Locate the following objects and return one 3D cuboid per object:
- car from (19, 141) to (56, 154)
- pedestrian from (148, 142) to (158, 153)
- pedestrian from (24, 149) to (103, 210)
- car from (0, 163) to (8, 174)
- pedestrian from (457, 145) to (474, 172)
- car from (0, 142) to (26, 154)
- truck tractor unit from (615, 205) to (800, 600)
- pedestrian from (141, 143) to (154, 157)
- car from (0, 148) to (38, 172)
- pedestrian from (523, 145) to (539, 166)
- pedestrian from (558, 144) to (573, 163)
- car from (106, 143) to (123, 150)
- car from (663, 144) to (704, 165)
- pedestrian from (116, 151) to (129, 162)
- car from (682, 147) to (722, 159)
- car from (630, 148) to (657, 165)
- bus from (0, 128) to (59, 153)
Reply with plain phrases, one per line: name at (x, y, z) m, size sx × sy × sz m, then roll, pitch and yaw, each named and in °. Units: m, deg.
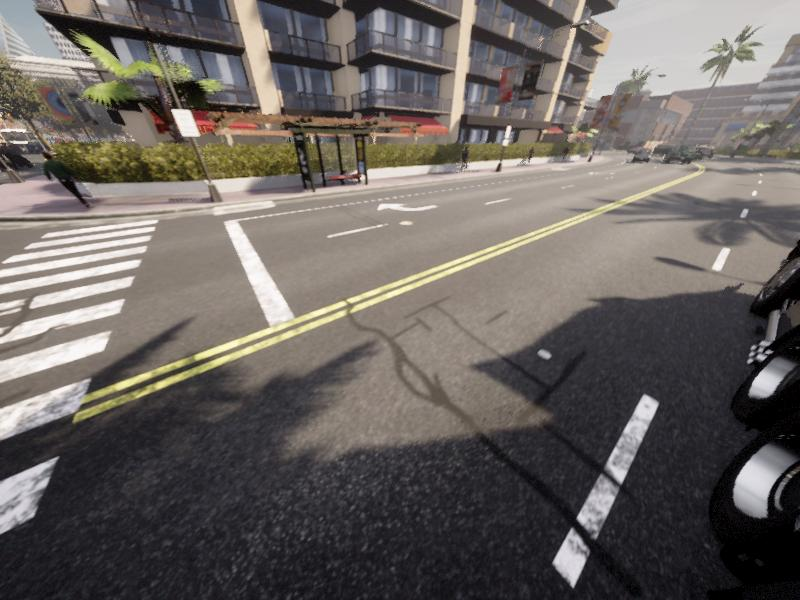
car at (-75.270, -31.791, 48.106) m, size 2.150 × 2.045 × 5.566 m, roll -23°, pitch 41°, yaw -30°
pedestrian at (-51.889, -32.088, 48.497) m, size 0.751 × 1.860 × 0.751 m, roll -24°, pitch 41°, yaw -31°
pedestrian at (-12.221, -4.405, 8.458) m, size 0.751 × 1.860 × 0.751 m, roll 18°, pitch 38°, yaw 23°
car at (-32.596, -10.028, 17.165) m, size 1.837 × 1.490 × 4.892 m, roll -23°, pitch 41°, yaw -30°
pedestrian at (5.402, -11.665, 19.095) m, size 0.751 × 1.860 × 0.751 m, roll -23°, pitch 41°, yaw -30°
car at (-77.608, -30.186, 45.910) m, size 1.905 × 1.878 × 3.866 m, roll -23°, pitch 41°, yaw -30°
truck tractor unit at (5.006, -0.391, 0.924) m, size 6.516 × 4.208 × 3.053 m, roll -22°, pitch 40°, yaw -29°
pedestrian at (-42.514, -25.268, 38.900) m, size 0.751 × 1.860 × 0.751 m, roll -22°, pitch 40°, yaw -29°
car at (-36.386, -12.957, 21.304) m, size 1.851 × 1.617 × 3.988 m, roll -23°, pitch 41°, yaw -30°
pedestrian at (13.499, -14.898, 23.833) m, size 0.751 × 1.860 × 0.751 m, roll -21°, pitch 40°, yaw -28°
pedestrian at (20.087, -17.784, 28.059) m, size 0.751 × 1.860 × 0.751 m, roll -24°, pitch 41°, yaw -31°
car at (-81.217, -43.692, 65.769) m, size 2.038 × 1.542 × 4.974 m, roll -23°, pitch 41°, yaw -30°
car at (35.618, -18.454, 29.259) m, size 2.150 × 2.045 × 5.566 m, roll 25°, pitch 42°, yaw 32°
pedestrian at (-32.775, -16.959, 27.274) m, size 0.500 × 1.100 × 0.500 m, roll -24°, pitch 41°, yaw -31°
car at (52.338, -25.674, 40.205) m, size 2.152 × 1.651 × 5.027 m, roll 15°, pitch 37°, yaw 21°
car at (31.576, -18.697, 29.977) m, size 1.851 × 1.617 × 3.988 m, roll 27°, pitch 43°, yaw 33°
bus at (-83.848, -36.028, 52.262) m, size 3.944 × 4.253 × 10.273 m, roll -23°, pitch 41°, yaw -30°
